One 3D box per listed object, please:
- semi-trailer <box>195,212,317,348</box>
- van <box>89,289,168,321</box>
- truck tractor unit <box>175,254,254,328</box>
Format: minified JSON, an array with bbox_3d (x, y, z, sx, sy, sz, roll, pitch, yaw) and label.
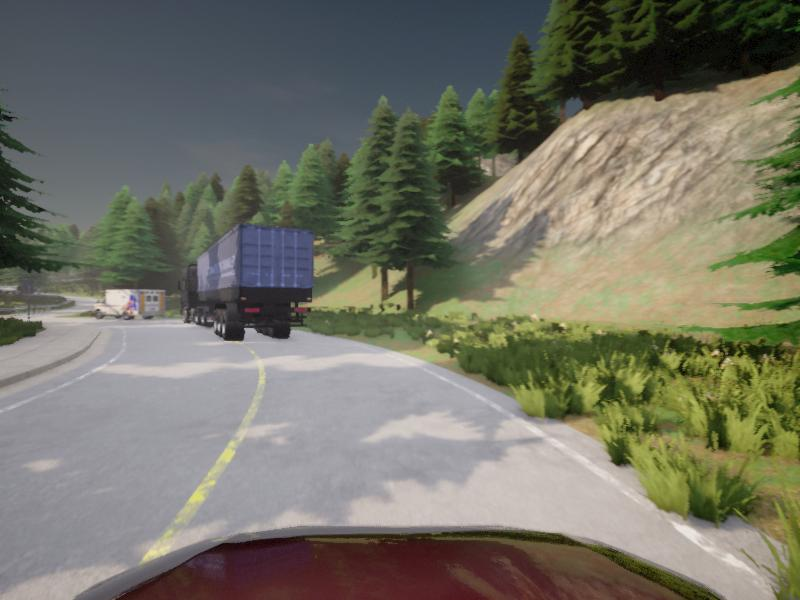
[{"bbox_3d":[-7.892,-0.614,19.714,2.717,4.402,14.254,0,0,-32],"label":"semi-trailer"},{"bbox_3d":[-22.571,0.403,33.226,6.366,2.431,2.351,0,0,22],"label":"van"},{"bbox_3d":[-12.314,-0.488,26.266,3.053,4.208,6.516,0,0,-41],"label":"truck tractor unit"}]
